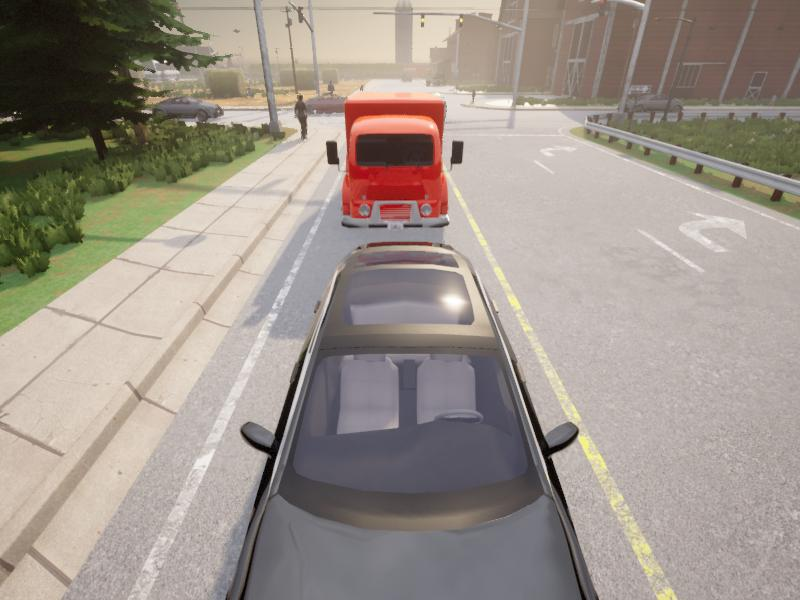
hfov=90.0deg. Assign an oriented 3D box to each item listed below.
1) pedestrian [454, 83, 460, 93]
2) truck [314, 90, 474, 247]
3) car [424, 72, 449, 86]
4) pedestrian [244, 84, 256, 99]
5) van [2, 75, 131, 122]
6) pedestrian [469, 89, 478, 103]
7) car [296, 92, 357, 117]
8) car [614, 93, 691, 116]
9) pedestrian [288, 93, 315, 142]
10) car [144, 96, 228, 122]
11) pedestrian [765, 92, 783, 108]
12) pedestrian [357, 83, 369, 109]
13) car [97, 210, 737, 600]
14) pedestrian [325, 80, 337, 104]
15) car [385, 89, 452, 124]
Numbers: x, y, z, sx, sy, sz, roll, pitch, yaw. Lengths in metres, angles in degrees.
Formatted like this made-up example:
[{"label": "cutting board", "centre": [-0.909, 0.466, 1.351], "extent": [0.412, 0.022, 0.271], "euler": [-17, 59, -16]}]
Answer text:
[{"label": "pedestrian", "centre": [7.119, -26.618, 50.184], "extent": [0.500, 1.100, 0.500], "euler": [-7, 31, -12]}, {"label": "truck", "centre": [-0.135, -3.419, 9.427], "extent": [2.627, 2.467, 5.204], "euler": [-1, 30, -1]}, {"label": "car", "centre": [6.309, -37.970, 68.883], "extent": [1.905, 1.878, 3.866], "euler": [-31, 40, -33]}, {"label": "pedestrian", "centre": [-15.407, -21.424, 41.079], "extent": [0.751, 1.300, 0.751], "euler": [-24, 38, -34]}, {"label": "van", "centre": [-21.432, -13.101, 25.993], "extent": [5.915, 2.561, 1.988], "euler": [0, 30, 0]}, {"label": "pedestrian", "centre": [6.634, -18.381, 36.073], "extent": [0.500, 1.100, 0.500], "euler": [-19, 35, -29]}, {"label": "car", "centre": [-5.433, -14.420, 29.404], "extent": [4.181, 1.385, 1.994], "euler": [-7, 31, -10]}, {"label": "car", "centre": [18.381, -14.347, 29.305], "extent": [4.181, 1.385, 1.994], "euler": [0, 30, 0]}, {"label": "pedestrian", "centre": [-4.274, -7.969, 17.477], "extent": [0.751, 1.860, 0.751], "euler": [3, 30, 6]}, {"label": "car", "centre": [-13.947, -12.595, 26.289], "extent": [4.181, 1.385, 1.994], "euler": [0, 30, 0]}, {"label": "pedestrian", "centre": [29.974, -16.011, 32.078], "extent": [0.500, 1.100, 0.500], "euler": [0, 30, 0]}, {"label": "pedestrian", "centre": [-3.049, -16.722, 32.788], "extent": [0.751, 1.860, 0.751], "euler": [-10, 32, -17]}, {"label": "car", "centre": [0.060, 0.761, 3.240], "extent": [2.128, 1.511, 4.902], "euler": [0, 30, 0]}, {"label": "pedestrian", "centre": [-6.053, -18.402, 35.356], "extent": [0.751, 1.860, 0.751], "euler": [-10, 32, -17]}, {"label": "car", "centre": [1.083, -12.773, 26.273], "extent": [2.242, 1.667, 4.611], "euler": [-15, 34, -25]}]
